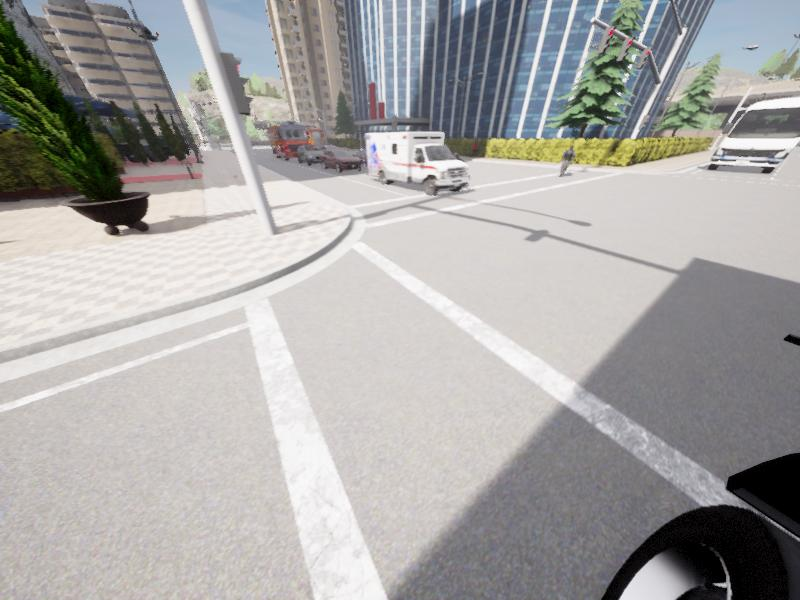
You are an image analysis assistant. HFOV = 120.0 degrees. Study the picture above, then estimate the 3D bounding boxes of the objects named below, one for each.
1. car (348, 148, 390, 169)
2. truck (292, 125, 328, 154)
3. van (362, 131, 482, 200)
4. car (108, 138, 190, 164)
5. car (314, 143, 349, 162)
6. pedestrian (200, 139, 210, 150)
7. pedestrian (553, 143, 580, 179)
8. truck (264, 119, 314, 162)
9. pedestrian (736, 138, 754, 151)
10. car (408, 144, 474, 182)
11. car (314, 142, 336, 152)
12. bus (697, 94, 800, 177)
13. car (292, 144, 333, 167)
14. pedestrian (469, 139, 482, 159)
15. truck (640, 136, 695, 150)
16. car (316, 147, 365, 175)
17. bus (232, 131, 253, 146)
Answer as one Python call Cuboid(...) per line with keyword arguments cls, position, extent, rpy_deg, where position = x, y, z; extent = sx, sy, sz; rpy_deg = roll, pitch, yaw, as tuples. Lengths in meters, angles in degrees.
Cuboid(cls="car", position=(-2.908, -13.189, 21.439), extent=(1.994, 1.385, 4.181), rpy_deg=(-22, 41, -28))
Cuboid(cls="truck", position=(-15.971, -28.224, 40.727), extent=(2.891, 3.827, 8.468), rpy_deg=(-22, 41, -28))
Cuboid(cls="van", position=(0.676, -7.254, 12.079), extent=(2.351, 2.431, 6.366), rpy_deg=(-23, 41, -28))
Cuboid(cls="car", position=(-26.678, -16.254, 25.095), extent=(2.390, 2.098, 6.274), rpy_deg=(-3, 35, -4))
Cuboid(cls="car", position=(-8.189, -17.563, 27.446), extent=(1.930, 1.638, 5.238), rpy_deg=(-23, 41, -28))
Cuboid(cls="pedestrian", position=(-42.116, -33.559, 49.892), extent=(0.751, 1.860, 0.751), rpy_deg=(-15, 38, -20))
Cuboid(cls="pedestrian", position=(10.607, -8.867, 14.739), extent=(0.751, 1.860, 0.751), rpy_deg=(21, 40, 27))
Cuboid(cls="truck", position=(-13.803, -19.552, 28.409), extent=(2.891, 3.827, 8.468), rpy_deg=(-22, 41, -27))
Cuboid(cls="pedestrian", position=(59.147, -26.710, 39.622), extent=(0.751, 1.860, 0.751), rpy_deg=(19, 39, 25))
Cuboid(cls="car", position=(2.491, -9.044, 15.071), extent=(1.905, 1.878, 3.866), rpy_deg=(-23, 40, -28))
Cuboid(cls="car", position=(-14.559, -29.621, 44.704), extent=(2.128, 1.511, 4.902), rpy_deg=(-22, 41, -28))
Cuboid(cls="bus", position=(28.301, -12.508, 17.732), extent=(10.273, 4.253, 3.944), rpy_deg=(-22, 41, -28))
Cuboid(cls="car", position=(-8.859, -14.636, 23.276), extent=(2.242, 1.667, 4.611), rpy_deg=(-22, 41, -28))
Cuboid(cls="pedestrian", position=(8.635, -17.268, 26.401), extent=(0.751, 1.860, 0.751), rpy_deg=(-20, 40, -25))
Cuboid(cls="truck", position=(50.759, -29.910, 44.000), extent=(2.390, 2.098, 6.274), rpy_deg=(-22, 41, -28))
Cuboid(cls="car", position=(-4.915, -11.394, 18.765), extent=(1.882, 1.535, 5.008), rpy_deg=(-22, 41, -28))
Cuboid(cls="bus", position=(-56.305, -57.611, 82.326), extent=(3.944, 4.253, 10.273), rpy_deg=(-22, 41, -28))
